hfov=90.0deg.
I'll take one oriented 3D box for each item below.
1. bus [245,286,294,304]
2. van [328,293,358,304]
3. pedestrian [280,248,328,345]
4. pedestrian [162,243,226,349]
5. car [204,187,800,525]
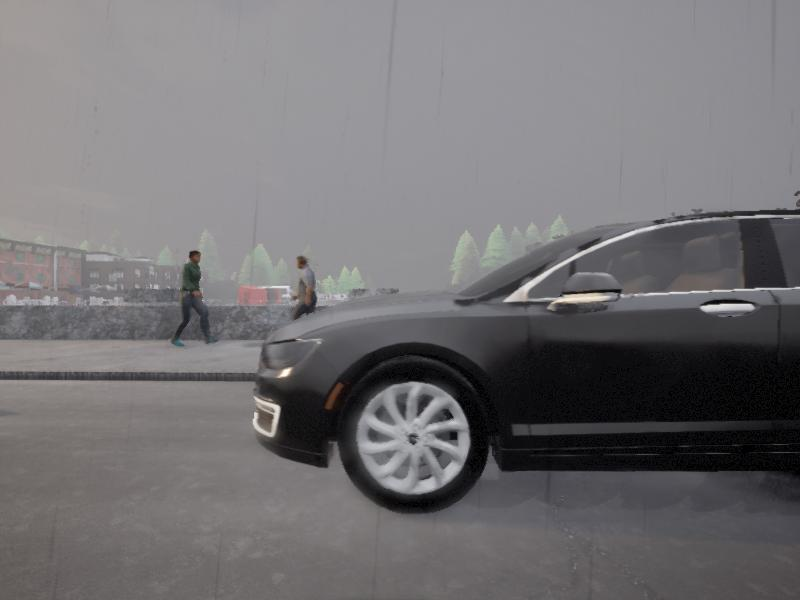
[{"bbox_3d":[-30.562,-1.139,94.086,10.273,4.253,3.944,0,0,2],"label":"bus"},{"bbox_3d":[-12.646,-0.227,89.614,6.366,2.431,2.351,0,0,2],"label":"van"},{"bbox_3d":[-1.914,-0.067,8.027,0.751,1.860,0.751,0,0,4],"label":"pedestrian"},{"bbox_3d":[-3.801,-0.067,7.420,0.751,1.860,0.751,0,0,10],"label":"pedestrian"},{"bbox_3d":[1.572,0.245,2.687,4.892,1.490,1.837,0,0,2],"label":"car"}]
